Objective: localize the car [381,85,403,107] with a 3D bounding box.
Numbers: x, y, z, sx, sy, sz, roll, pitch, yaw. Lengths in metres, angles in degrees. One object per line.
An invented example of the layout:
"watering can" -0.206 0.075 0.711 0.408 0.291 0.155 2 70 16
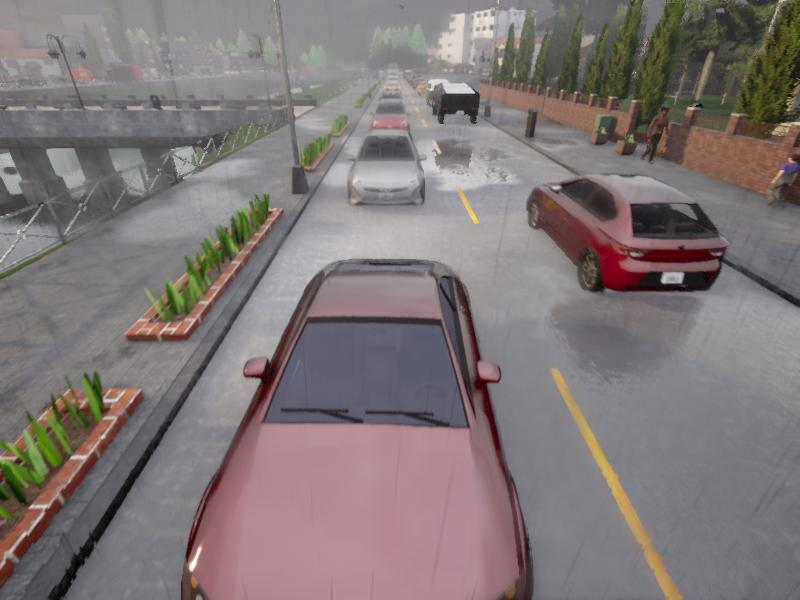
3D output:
"car" -0.719 -18.016 35.269 1.845 1.501 3.633 0 30 -1

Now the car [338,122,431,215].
"car" -0.343 -3.786 10.954 2.007 1.525 4.514 0 30 0

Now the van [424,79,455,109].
"van" 3.292 -17.605 34.065 2.069 2.038 4.480 0 30 -1

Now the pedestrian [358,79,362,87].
"pedestrian" -6.345 -34.325 63.312 0.500 1.100 0.500 1 30 2

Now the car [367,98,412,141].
"car" -0.473 -9.158 20.136 2.007 1.525 4.514 0 30 0

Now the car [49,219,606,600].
"car" -0.200 0.659 3.513 1.994 1.385 4.181 1 30 1

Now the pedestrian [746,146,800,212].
"pedestrian" 8.885 -2.787 9.218 0.751 1.300 0.751 5 31 9

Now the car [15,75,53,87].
"car" -62.917 -37.714 68.857 2.038 1.542 4.974 0 30 -1

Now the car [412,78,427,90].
"car" 2.913 -32.544 60.152 1.970 1.475 3.806 0 30 -1

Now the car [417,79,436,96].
"car" 3.092 -25.403 47.844 1.801 1.575 5.366 0 30 -1

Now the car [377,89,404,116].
"car" -0.660 -14.508 29.330 1.816 1.474 4.193 -1 30 -1

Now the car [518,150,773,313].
"car" 3.691 -1.519 7.132 1.816 1.474 4.193 0 30 -1

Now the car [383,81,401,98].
"car" -0.867 -23.887 45.296 1.882 1.535 5.008 0 30 -1

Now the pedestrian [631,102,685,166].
"pedestrian" 8.557 -5.533 13.357 0.751 1.860 0.751 -1 30 -1

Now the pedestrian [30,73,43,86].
"pedestrian" -59.224 -35.848 65.147 0.751 1.860 0.751 9 31 14

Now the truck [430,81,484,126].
"truck" 3.420 -12.627 25.499 2.390 2.098 6.274 0 30 -1

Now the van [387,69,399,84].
"van" -1.353 -43.517 77.954 2.351 2.431 6.366 0 30 -1

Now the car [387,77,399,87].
"car" -1.189 -36.601 67.170 1.994 1.385 4.181 0 30 -1
